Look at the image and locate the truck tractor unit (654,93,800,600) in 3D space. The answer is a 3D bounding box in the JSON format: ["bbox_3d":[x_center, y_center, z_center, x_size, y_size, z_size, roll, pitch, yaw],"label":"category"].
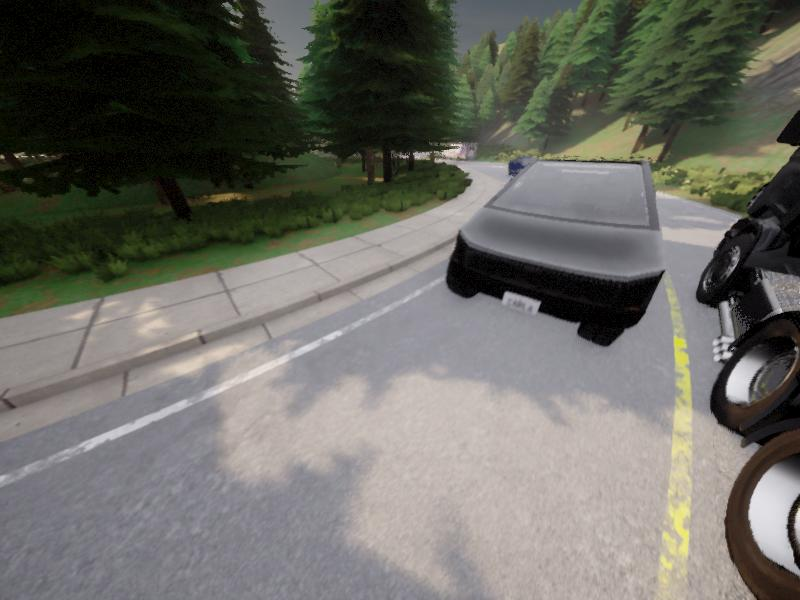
[{"bbox_3d":[4.795,-0.531,1.130,6.516,4.208,3.053,-29,43,-36],"label":"truck tractor unit"}]

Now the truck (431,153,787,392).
[{"bbox_3d":[3.343,-1.639,4.691,2.390,2.098,6.274,23,40,30],"label":"truck"}]

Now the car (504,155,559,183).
[{"bbox_3d":[9.939,-10.325,18.032,1.882,1.535,5.008,3,34,4],"label":"car"}]
